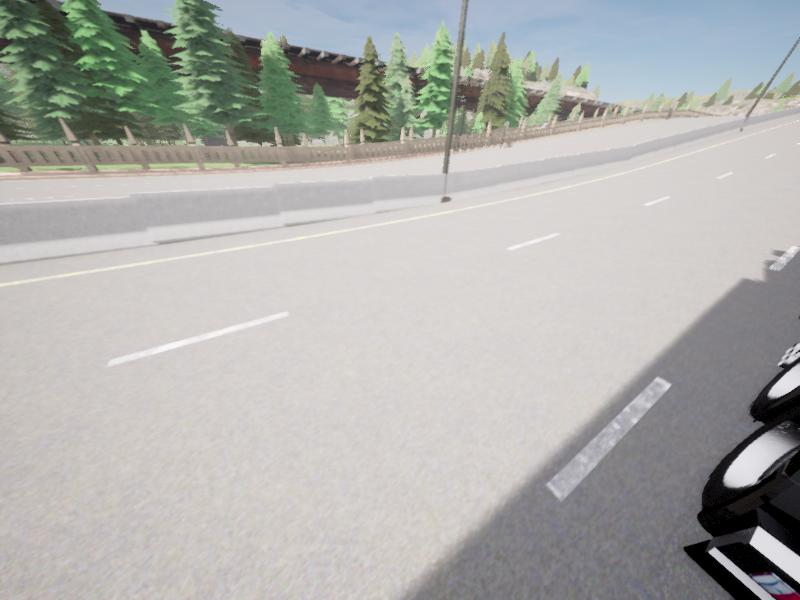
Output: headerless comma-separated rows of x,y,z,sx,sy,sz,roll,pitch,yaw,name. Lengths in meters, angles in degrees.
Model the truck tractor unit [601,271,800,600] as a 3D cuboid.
5.100,-0.318,0.741,6.516,4.208,3.053,-19,39,-23,truck tractor unit
